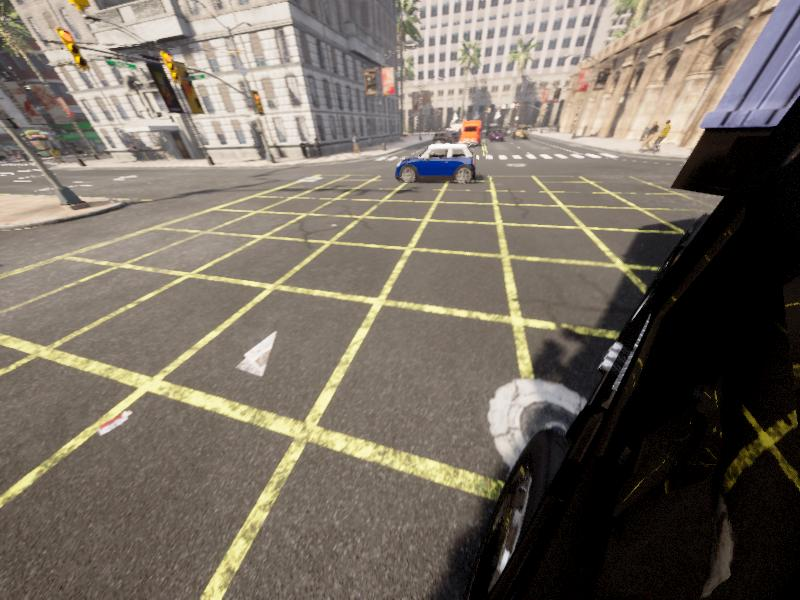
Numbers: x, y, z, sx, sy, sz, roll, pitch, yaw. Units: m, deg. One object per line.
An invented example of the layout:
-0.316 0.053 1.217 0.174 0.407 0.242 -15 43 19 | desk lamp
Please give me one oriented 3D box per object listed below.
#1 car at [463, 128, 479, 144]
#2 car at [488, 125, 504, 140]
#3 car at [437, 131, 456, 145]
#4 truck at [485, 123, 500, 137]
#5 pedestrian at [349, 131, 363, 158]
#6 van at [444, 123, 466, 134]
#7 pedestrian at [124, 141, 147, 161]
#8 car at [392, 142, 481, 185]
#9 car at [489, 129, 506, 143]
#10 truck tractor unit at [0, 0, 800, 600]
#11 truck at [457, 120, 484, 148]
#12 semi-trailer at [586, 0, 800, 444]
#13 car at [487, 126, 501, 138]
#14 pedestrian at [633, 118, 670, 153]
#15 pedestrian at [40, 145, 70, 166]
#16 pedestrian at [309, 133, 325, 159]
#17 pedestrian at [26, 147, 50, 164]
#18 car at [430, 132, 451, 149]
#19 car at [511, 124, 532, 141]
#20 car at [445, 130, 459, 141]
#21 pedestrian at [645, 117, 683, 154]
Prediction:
10.489 -24.087 33.857 1.930 1.638 5.238 8 38 14 | car
15.596 -27.428 37.798 1.905 1.878 3.866 8 38 14 | car
7.005 -24.196 34.428 2.033 1.411 5.357 8 38 14 | car
19.660 -36.270 49.202 2.390 2.098 6.274 8 38 14 | truck
-3.878 -13.755 20.456 0.751 1.860 0.751 5 37 10 | pedestrian
17.681 -55.430 74.680 6.366 2.431 2.351 8 38 14 | van
-31.104 -17.527 27.212 0.751 1.860 0.751 9 38 15 | pedestrian
1.751 -6.512 11.026 3.806 1.475 1.970 8 38 14 | car
13.983 -23.788 33.377 1.816 1.474 4.193 8 38 14 | car
2.645 -0.295 0.351 6.516 4.208 3.053 -28 44 -30 | truck tractor unit
8.591 -20.281 28.191 2.627 2.467 5.204 7 38 13 | truck
9.916 -2.213 2.293 14.254 4.402 2.717 -10 37 -10 | semi-trailer
17.426 -31.311 43.089 1.930 1.638 5.238 8 38 14 | car
16.632 -10.904 15.354 0.751 1.860 0.751 11 39 18 | pedestrian
-38.764 -16.266 26.005 0.751 1.860 0.751 1 37 5 | pedestrian
-7.498 -13.997 21.006 0.751 1.860 0.751 2 37 6 | pedestrian
-49.119 -19.596 31.365 0.751 1.860 0.751 9 38 16 | pedestrian
5.062 -19.939 28.770 1.837 1.490 4.892 8 38 14 | car
18.261 -25.460 35.009 1.932 1.855 4.605 8 38 14 | car
9.041 -28.544 40.140 1.994 1.385 4.181 8 38 13 | car
16.912 -10.558 14.874 0.751 1.860 0.751 14 40 22 | pedestrian
